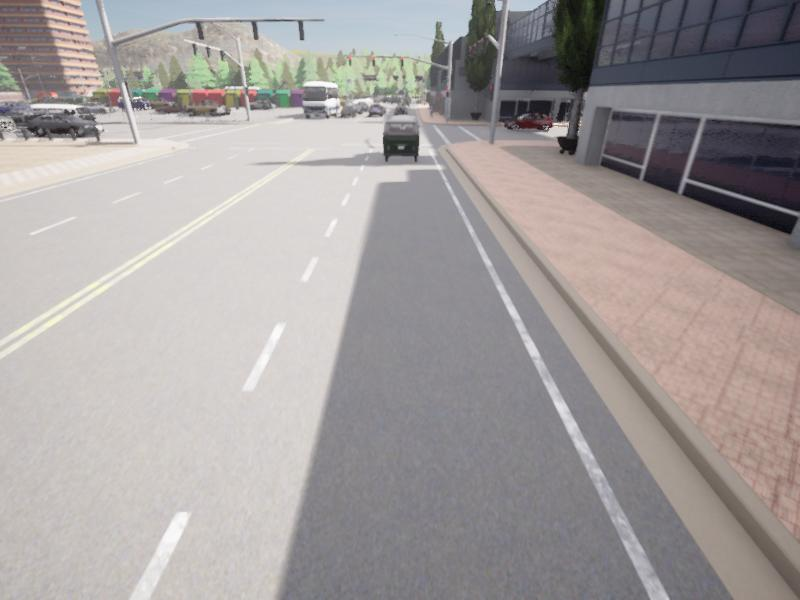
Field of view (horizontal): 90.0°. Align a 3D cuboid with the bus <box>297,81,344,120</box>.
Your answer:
[{"bbox_3d":[-10.340,-26.891,53.769,3.944,4.253,10.273,1,27,1],"label":"bus"}]

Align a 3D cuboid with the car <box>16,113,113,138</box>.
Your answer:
[{"bbox_3d":[-24.459,-12.806,29.338,4.902,1.511,2.128,0,27,0],"label":"car"}]

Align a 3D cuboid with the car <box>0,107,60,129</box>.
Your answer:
[{"bbox_3d":[-33.811,-16.129,35.483,5.238,1.638,1.930,0,27,0],"label":"car"}]

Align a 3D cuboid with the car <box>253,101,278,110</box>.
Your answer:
[{"bbox_3d":[-24.759,-35.859,73.663,3.806,1.475,1.970,0,27,0],"label":"car"}]

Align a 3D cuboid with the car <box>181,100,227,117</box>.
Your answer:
[{"bbox_3d":[-24.851,-24.393,50.982,4.605,1.855,1.932,0,27,0],"label":"car"}]

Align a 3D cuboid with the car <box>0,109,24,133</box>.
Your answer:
[{"bbox_3d":[-34.057,-14.540,32.370,4.611,1.667,2.242,1,27,-1],"label":"car"}]

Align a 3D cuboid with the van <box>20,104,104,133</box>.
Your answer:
[{"bbox_3d":[-27.145,-14.665,32.315,4.480,2.038,2.069,0,27,0],"label":"van"}]

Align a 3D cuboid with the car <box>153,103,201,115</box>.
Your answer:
[{"bbox_3d":[-31.225,-26.807,56.069,5.357,1.415,2.033,0,27,0],"label":"car"}]

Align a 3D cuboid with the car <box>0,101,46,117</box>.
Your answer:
[{"bbox_3d":[-48.700,-24.396,51.020,4.611,1.667,2.242,0,27,0],"label":"car"}]

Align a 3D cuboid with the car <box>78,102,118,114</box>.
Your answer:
[{"bbox_3d":[-42.251,-26.873,56.054,3.806,1.475,1.970,0,27,0],"label":"car"}]

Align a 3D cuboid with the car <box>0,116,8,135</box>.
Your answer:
[{"bbox_3d":[-32.793,-13.089,29.183,5.566,2.045,2.150,0,27,0],"label":"car"}]

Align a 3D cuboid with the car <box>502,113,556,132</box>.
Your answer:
[{"bbox_3d":[11.604,-16.123,36.294,4.193,1.474,1.816,0,27,0],"label":"car"}]

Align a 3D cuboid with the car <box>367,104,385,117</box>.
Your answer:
[{"bbox_3d":[-3.372,-27.102,57.123,2.033,1.649,4.856,1,26,1],"label":"car"}]

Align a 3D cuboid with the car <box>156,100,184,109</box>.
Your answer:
[{"bbox_3d":[-42.226,-35.999,73.619,3.905,1.438,1.784,0,27,0],"label":"car"}]

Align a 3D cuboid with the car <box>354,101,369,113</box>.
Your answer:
[{"bbox_3d":[-6.525,-33.105,68.510,2.097,1.767,4.553,1,27,1],"label":"car"}]

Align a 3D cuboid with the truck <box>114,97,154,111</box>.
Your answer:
[{"bbox_3d":[-42.259,-31.162,63.608,4.478,2.038,2.069,0,27,0],"label":"truck"}]

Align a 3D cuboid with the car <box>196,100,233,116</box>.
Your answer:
[{"bbox_3d":[-24.789,-25.721,53.554,3.866,1.878,1.905,0,27,0],"label":"car"}]

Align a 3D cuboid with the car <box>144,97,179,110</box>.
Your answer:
[{"bbox_3d":[-42.296,-34.855,70.950,4.605,1.855,1.932,0,27,0],"label":"car"}]

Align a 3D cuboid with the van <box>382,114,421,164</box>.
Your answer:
[{"bbox_3d":[0.106,-8.388,20.631,1.775,1.987,4.442,1,27,1],"label":"van"}]

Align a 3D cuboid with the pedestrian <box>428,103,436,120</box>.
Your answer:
[{"bbox_3d":[3.823,-22.611,47.920,0.751,1.860,0.751,12,30,22],"label":"pedestrian"}]

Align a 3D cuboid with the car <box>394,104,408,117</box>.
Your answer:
[{"bbox_3d":[0.177,-28.033,59.084,2.038,1.542,4.974,1,27,1],"label":"car"}]

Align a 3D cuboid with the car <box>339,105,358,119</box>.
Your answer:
[{"bbox_3d":[-6.965,-25.687,54.490,1.837,1.490,4.892,1,27,1],"label":"car"}]

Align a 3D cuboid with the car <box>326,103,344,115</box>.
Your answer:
[{"bbox_3d":[-10.196,-30.270,63.253,1.882,1.535,5.008,1,27,1],"label":"car"}]

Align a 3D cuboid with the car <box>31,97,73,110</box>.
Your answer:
[{"bbox_3d":[-57.371,-32.408,66.009,4.605,1.855,1.932,0,27,0],"label":"car"}]

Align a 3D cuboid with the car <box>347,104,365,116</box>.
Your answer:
[{"bbox_3d":[-6.746,-29.368,61.661,2.128,1.511,4.902,1,27,1],"label":"car"}]

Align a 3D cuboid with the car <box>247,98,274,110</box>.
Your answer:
[{"bbox_3d":[-24.776,-34.741,70.982,3.866,1.878,1.905,0,27,0],"label":"car"}]
